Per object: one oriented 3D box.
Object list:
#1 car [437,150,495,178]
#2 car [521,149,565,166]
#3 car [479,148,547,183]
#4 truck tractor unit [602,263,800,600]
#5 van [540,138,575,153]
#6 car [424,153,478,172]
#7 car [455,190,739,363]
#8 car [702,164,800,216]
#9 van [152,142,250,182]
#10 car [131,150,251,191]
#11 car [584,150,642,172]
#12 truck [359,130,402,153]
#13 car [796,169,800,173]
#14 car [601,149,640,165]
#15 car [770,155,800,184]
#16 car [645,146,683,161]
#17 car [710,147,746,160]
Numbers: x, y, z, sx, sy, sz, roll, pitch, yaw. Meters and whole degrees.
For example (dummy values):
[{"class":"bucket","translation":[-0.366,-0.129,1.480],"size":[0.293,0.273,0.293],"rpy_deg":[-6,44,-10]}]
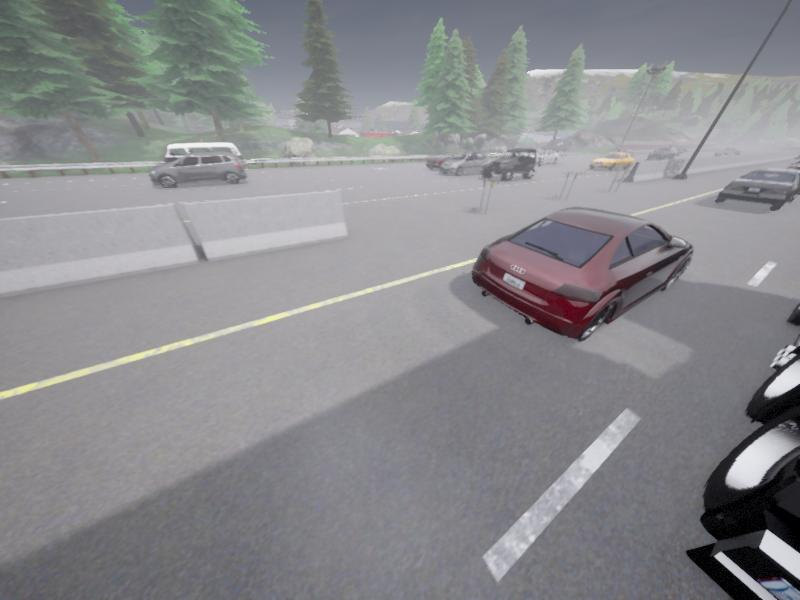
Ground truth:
[{"class":"car","translation":[5.192,-10.771,18.198],"size":[3.988,1.617,1.851],"rpy_deg":[-18,39,-24]},{"class":"car","translation":[16.791,-16.771,27.121],"size":[4.674,1.442,1.812],"rpy_deg":[-18,39,-24]},{"class":"car","translation":[7.773,-9.417,16.028],"size":[3.866,1.878,1.905],"rpy_deg":[-18,39,-25]},{"class":"truck tractor unit","translation":[5.116,-0.291,0.791],"size":[6.516,4.208,3.053],"rpy_deg":[-18,39,-24]},{"class":"van","translation":[35.240,-34.766,51.960],"size":[1.988,2.561,5.915],"rpy_deg":[-18,39,-25]},{"class":"car","translation":[4.716,-12.793,21.378],"size":[4.718,1.301,1.895],"rpy_deg":[-18,39,-24]},{"class":"car","translation":[3.350,-0.854,4.098],"size":[4.181,1.385,1.994],"rpy_deg":[-18,39,-24]},{"class":"car","translation":[16.344,-5.075,10.309],"size":[5.357,1.411,2.033],"rpy_deg":[-18,39,-24]},{"class":"van","translation":[-13.242,-9.585,15.888],"size":[4.480,2.038,2.069],"rpy_deg":[-18,39,-24]},{"class":"car","translation":[-11.634,-7.647,13.443],"size":[4.611,1.667,2.242],"rpy_deg":[-18,39,-24]},{"class":"car","translation":[20.500,-13.416,22.209],"size":[5.366,1.575,1.801],"rpy_deg":[-18,39,-24]},{"class":"truck","translation":[-4.009,-33.251,48.518],"size":[8.468,3.827,2.891],"rpy_deg":[-16,38,-22]},{"class":"car","translation":[39.841,-12.748,21.519],"size":[4.974,1.542,2.038],"rpy_deg":[-18,39,-24]},{"class":"car","translation":[27.695,-18.009,29.003],"size":[3.806,1.475,1.970],"rpy_deg":[-18,39,-24]},{"class":"car","translation":[29.189,-9.298,16.419],"size":[4.974,1.542,2.038],"rpy_deg":[-18,39,-25]},{"class":"car","translation":[39.406,-21.936,34.518],"size":[4.553,1.767,2.097],"rpy_deg":[-18,39,-24]},{"class":"car","translation":[54.909,-24.575,38.669],"size":[5.027,1.651,2.152],"rpy_deg":[-18,39,-25]}]
